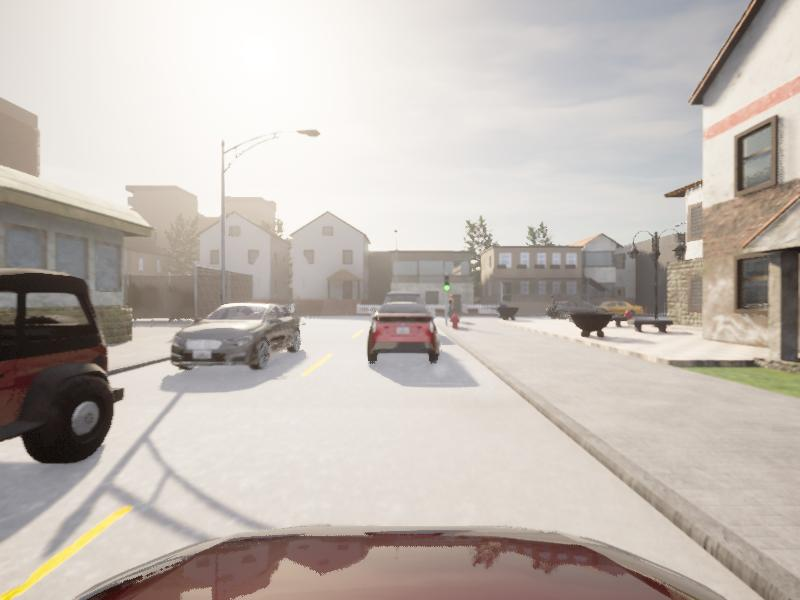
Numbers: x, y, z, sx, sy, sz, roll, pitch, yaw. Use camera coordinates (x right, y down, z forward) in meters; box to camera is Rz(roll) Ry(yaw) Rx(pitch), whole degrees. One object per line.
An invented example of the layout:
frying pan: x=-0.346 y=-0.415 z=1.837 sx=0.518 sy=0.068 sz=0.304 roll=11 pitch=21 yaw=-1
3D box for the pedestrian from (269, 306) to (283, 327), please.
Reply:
pedestrian: x=-6.783 y=0.878 z=21.863 sx=0.500 sy=1.100 sz=0.500 roll=0 pitch=0 yaw=22

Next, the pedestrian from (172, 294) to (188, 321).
pedestrian: x=-15.287 y=0.487 z=27.822 sx=0.751 sy=1.860 sz=0.751 roll=0 pitch=0 yaw=-1

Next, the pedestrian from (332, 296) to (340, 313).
pedestrian: x=-6.851 y=0.462 z=42.612 sx=0.751 sy=1.860 sz=0.751 roll=0 pitch=0 yaw=0

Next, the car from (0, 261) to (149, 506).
car: x=-4.014 y=0.641 z=2.930 sx=1.905 sy=1.878 sz=3.866 roll=0 pitch=0 yaw=0

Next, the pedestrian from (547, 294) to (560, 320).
pedestrian: x=10.899 y=0.478 z=28.434 sx=0.751 sy=1.860 sz=0.751 roll=0 pitch=0 yaw=8

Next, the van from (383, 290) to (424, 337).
van: x=0.166 y=0.568 z=19.302 sx=1.775 sy=1.987 sz=4.442 roll=0 pitch=0 yaw=1

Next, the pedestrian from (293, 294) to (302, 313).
pedestrian: x=-9.992 y=0.368 z=38.922 sx=0.751 sy=1.860 sz=0.751 roll=0 pitch=0 yaw=-10

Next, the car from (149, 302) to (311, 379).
car: x=-3.940 y=0.819 z=10.427 sx=2.128 sy=1.511 sz=4.902 roll=0 pitch=0 yaw=0

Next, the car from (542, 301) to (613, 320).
car: x=14.285 y=0.799 z=32.454 sx=4.792 sy=1.488 sz=2.163 roll=0 pitch=0 yaw=1

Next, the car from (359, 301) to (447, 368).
car: x=0.090 y=0.808 z=11.427 sx=2.007 sy=1.525 sz=4.514 roll=0 pitch=0 yaw=1

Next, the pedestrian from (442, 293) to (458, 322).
pedestrian: x=3.323 y=0.476 z=26.559 sx=0.751 sy=1.860 sz=0.751 roll=0 pitch=0 yaw=-26

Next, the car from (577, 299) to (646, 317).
car: x=19.191 y=0.742 z=36.486 sx=5.366 sy=1.575 sz=1.801 roll=0 pitch=0 yaw=-1
